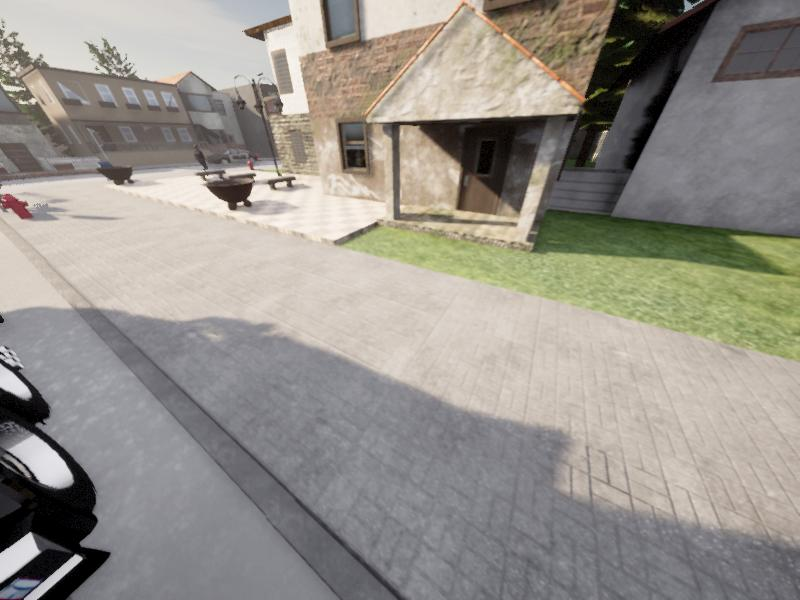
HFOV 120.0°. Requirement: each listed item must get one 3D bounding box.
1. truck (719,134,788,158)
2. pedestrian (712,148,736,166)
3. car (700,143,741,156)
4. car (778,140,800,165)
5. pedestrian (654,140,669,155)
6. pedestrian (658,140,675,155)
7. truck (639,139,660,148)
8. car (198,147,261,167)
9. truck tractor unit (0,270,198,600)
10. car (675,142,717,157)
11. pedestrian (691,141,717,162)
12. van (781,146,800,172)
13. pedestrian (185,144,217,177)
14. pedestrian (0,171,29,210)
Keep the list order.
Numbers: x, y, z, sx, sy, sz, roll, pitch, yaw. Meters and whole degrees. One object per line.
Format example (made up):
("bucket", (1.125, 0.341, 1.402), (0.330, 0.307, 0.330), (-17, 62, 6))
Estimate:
("truck", (46.358, -20.353, 30.614), (2.627, 2.467, 5.204), (18, 37, 25))
("pedestrian", (30.014, -13.241, 21.391), (0.751, 1.300, 0.751), (-27, 43, -32))
("car", (50.060, -23.686, 36.238), (2.038, 1.542, 4.974), (19, 39, 25))
("car", (39.851, -13.758, 21.614), (2.150, 2.045, 5.566), (18, 39, 25))
("pedestrian", (38.523, -22.419, 34.006), (0.751, 1.860, 0.751), (28, 44, 34))
("pedestrian", (39.637, -22.687, 34.381), (0.751, 1.860, 0.751), (19, 39, 25))
("truck", (71.874, -45.189, 66.748), (2.390, 2.098, 6.274), (18, 39, 25))
("car", (-18.952, -16.266, 26.088), (1.930, 1.638, 5.238), (17, 39, 24))
("truck tractor unit", (-5.120, -0.292, 0.762), (6.516, 4.208, 3.053), (18, 39, 24))
("car", (44.598, -22.855, 34.971), (2.242, 1.667, 4.611), (18, 39, 24))
("pedestrian", (31.684, -15.490, 24.114), (0.751, 1.860, 0.751), (18, 39, 24))
("van", (32.025, -10.539, 17.117), (1.775, 1.987, 4.442), (18, 39, 24))
("pedestrian", (-13.212, -9.298, 15.395), (0.751, 1.860, 0.751), (-3, 35, -4))
("pedestrian", (-15.417, -4.424, 8.620), (0.751, 1.860, 0.751), (-29, 44, -34))
